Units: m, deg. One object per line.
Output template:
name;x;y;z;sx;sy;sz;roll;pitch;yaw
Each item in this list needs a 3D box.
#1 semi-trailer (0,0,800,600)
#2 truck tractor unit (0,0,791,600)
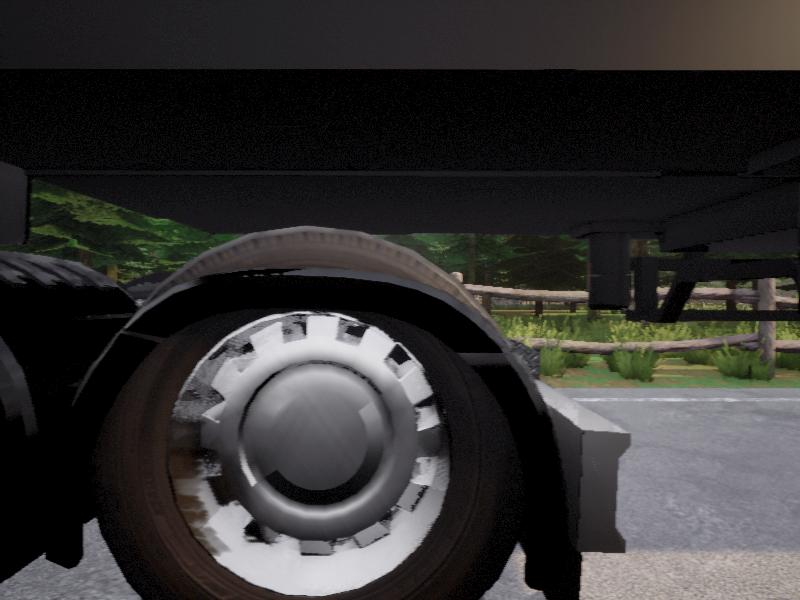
semi-trailer;5.351;-1.219;2.213;14.254;4.402;2.717;0;0;0
truck tractor unit;-2.561;-1.114;2.246;6.516;4.208;3.053;0;0;0
